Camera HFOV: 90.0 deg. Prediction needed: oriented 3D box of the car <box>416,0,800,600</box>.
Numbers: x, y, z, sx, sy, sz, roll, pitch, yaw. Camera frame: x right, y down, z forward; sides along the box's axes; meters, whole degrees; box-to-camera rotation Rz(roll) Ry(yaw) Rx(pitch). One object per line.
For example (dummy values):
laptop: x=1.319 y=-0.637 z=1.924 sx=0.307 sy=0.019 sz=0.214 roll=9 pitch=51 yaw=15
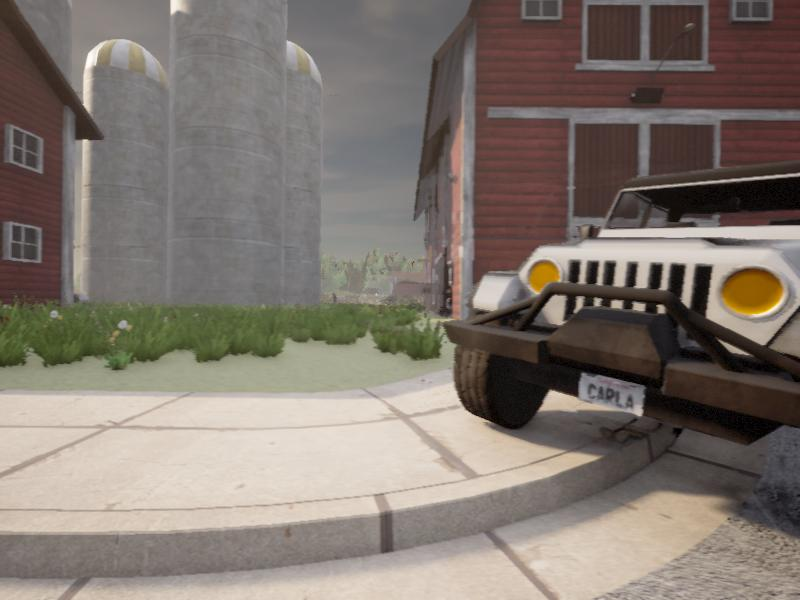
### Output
car: x=2.214 y=-0.073 z=2.873 sx=3.866 sy=1.878 sz=1.905 roll=-2 pitch=7 yaw=-42
